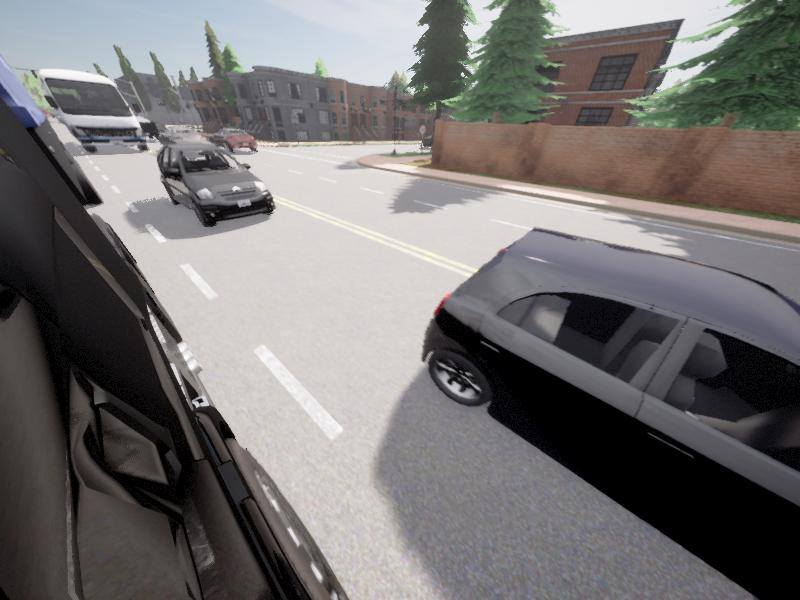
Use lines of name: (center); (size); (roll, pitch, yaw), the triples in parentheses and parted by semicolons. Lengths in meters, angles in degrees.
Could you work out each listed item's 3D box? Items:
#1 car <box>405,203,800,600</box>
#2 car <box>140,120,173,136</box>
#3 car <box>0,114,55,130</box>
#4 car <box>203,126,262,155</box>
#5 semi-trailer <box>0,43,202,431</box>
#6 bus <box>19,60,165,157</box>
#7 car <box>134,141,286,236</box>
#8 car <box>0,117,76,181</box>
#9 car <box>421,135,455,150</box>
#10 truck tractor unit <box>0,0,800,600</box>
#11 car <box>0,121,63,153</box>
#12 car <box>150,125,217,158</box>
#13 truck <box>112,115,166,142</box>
car: (2.060, 0.583, 1.724); (3.633, 1.501, 1.845); (28, 44, 30)
car: (-34.830, -24.563, 33.032); (4.856, 1.649, 2.033); (28, 44, 30)
car: (-53.626, -25.081, 32.622); (5.366, 1.575, 1.801); (-6, 38, -12)
car: (-14.238, -13.602, 19.627); (5.027, 1.651, 2.152); (28, 44, 30)
semi-trailer: (-8.700, -3.594, 4.240); (14.254, 4.402, 2.717); (28, 44, 30)
bus: (-22.308, -13.595, 16.934); (10.273, 4.253, 3.944); (28, 44, 30)
car: (-5.329, -3.379, 6.511); (3.988, 1.617, 1.851); (28, 44, 30)
car: (-16.447, -6.676, 10.012); (4.605, 1.855, 1.932); (28, 44, 29)
car: (5.118, -21.088, 30.856); (1.837, 1.490, 4.892); (30, 44, 31)
truck tractor unit: (-2.645, -0.295, 0.352); (6.516, 4.208, 3.053); (28, 44, 30)
car: (-25.064, -11.116, 15.721); (3.633, 1.501, 1.845); (28, 44, 30)
car: (-16.115, -11.863, 17.190); (5.027, 1.651, 2.152); (28, 44, 30)
truck: (-28.260, -18.524, 24.960); (6.274, 2.098, 2.390); (28, 44, 30)
